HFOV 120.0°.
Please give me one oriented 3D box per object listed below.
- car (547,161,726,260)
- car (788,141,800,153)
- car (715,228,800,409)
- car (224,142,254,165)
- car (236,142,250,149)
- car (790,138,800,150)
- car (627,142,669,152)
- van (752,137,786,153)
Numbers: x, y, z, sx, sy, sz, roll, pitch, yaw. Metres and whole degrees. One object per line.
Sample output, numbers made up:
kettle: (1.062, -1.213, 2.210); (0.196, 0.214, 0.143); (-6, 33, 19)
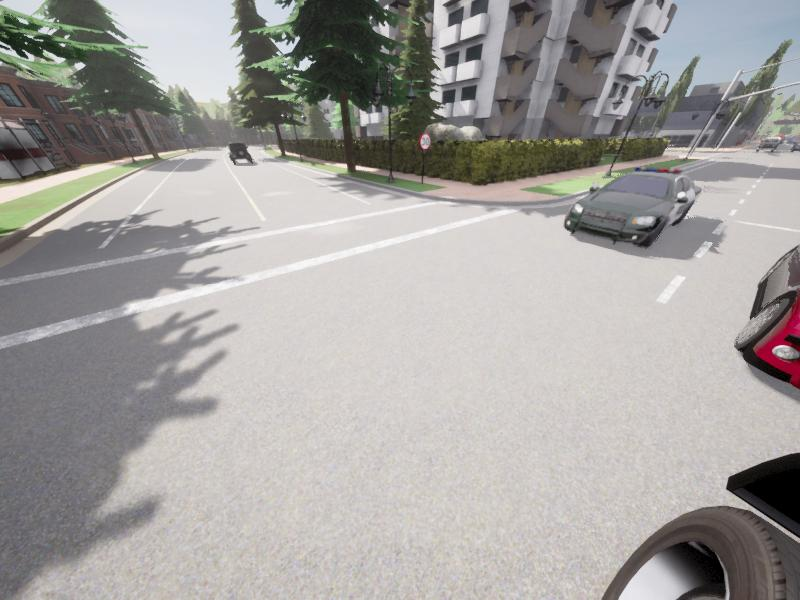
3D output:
car: (6.741, -2.838, 6.567); (4.974, 1.542, 2.038); (-23, 41, -28)
car: (63.705, -24.056, 36.351); (4.792, 1.488, 2.163); (-23, 41, -28)
car: (5.839, 0.058, 2.531); (3.806, 1.475, 1.970); (-22, 41, -28)
car: (-17.118, -15.667, 24.559); (1.905, 1.878, 3.866); (-21, 40, -27)
car: (-38.745, -38.142, 57.025); (2.033, 1.411, 5.357); (-14, 38, -19)
car: (75.312, -29.017, 43.045); (4.553, 1.767, 2.097); (-23, 41, -28)
car: (44.092, -27.362, 41.202); (1.812, 1.442, 4.674); (-25, 42, -31)
van: (59.909, -25.184, 37.494); (4.480, 2.038, 2.069); (-23, 41, -28)
